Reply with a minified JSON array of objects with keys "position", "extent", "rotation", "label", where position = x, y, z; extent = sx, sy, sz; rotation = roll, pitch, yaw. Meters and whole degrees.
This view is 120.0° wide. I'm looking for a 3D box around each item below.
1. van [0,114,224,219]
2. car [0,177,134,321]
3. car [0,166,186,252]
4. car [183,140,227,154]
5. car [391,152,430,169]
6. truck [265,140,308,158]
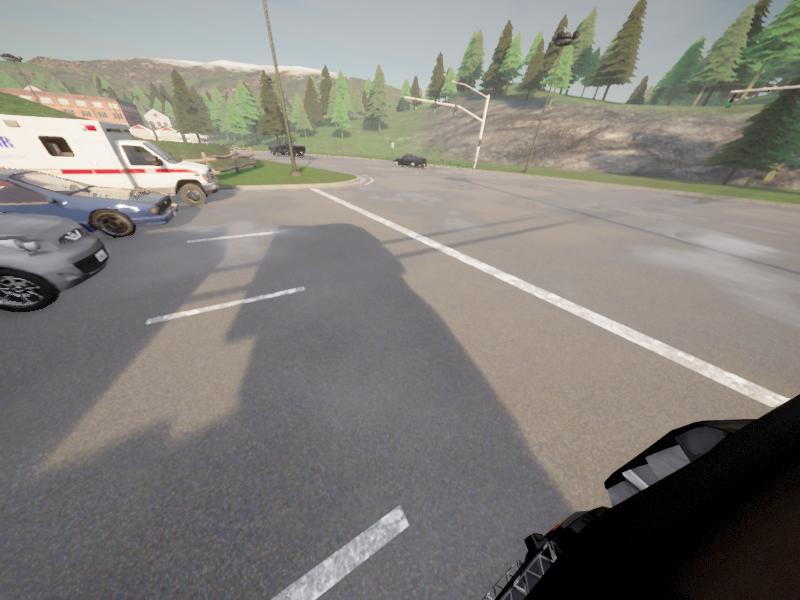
[{"position":[-10.114,-4.408,7.614],"extent":[6.366,2.431,2.351],"rotation":[-16,38,-26],"label":"van"},{"position":[-6.591,-0.570,2.918],"extent":[3.633,1.501,1.845],"rotation":[-16,38,-26],"label":"car"},{"position":[-8.738,-2.139,5.237],"extent":[5.357,1.411,2.033],"rotation":[-16,38,-26],"label":"car"},{"position":[-31.782,-25.040,37.733],"extent":[5.238,1.638,1.930],"rotation":[7,33,6],"label":"car"},{"position":[1.243,-17.993,29.844],"extent":[4.892,1.490,1.837],"rotation":[30,41,34],"label":"car"},{"position":[-18.490,-24.558,37.639],"extent":[6.274,2.098,2.390],"rotation":[17,35,20],"label":"truck"}]
